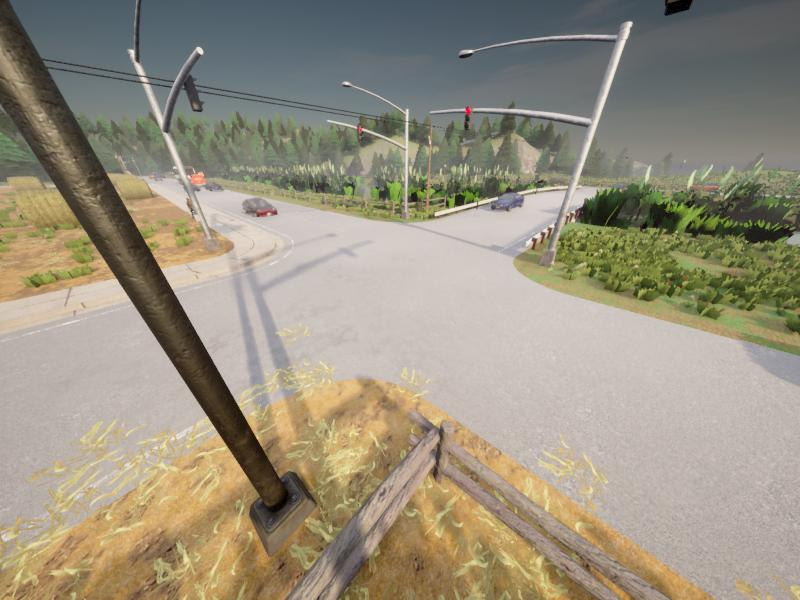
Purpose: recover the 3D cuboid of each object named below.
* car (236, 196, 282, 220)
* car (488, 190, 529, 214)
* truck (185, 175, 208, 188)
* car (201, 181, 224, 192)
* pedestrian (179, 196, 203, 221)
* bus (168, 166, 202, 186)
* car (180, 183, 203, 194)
[{"bbox_3d":[-13.844,-9.098,22.585,4.792,1.488,2.163,25,39,36],"label":"car"},{"bbox_3d":[11.213,-10.164,23.755,4.674,1.442,1.812,-28,40,-35],"label":"car"},{"bbox_3d":[-47.432,-27.736,53.877,5.204,2.467,2.627,25,38,36],"label":"truck"},{"bbox_3d":[-36.895,-22.408,45.499,5.027,1.651,2.152,25,38,36],"label":"car"},{"bbox_3d":[-17.518,-7.696,19.426,0.751,1.860,0.751,20,36,31],"label":"pedestrian"},{"bbox_3d":[-56.648,-32.764,60.798,10.273,4.253,3.944,25,38,36],"label":"bus"},{"bbox_3d":[-38.695,-20.753,42.861,5.357,1.411,2.033,25,38,36],"label":"car"}]
